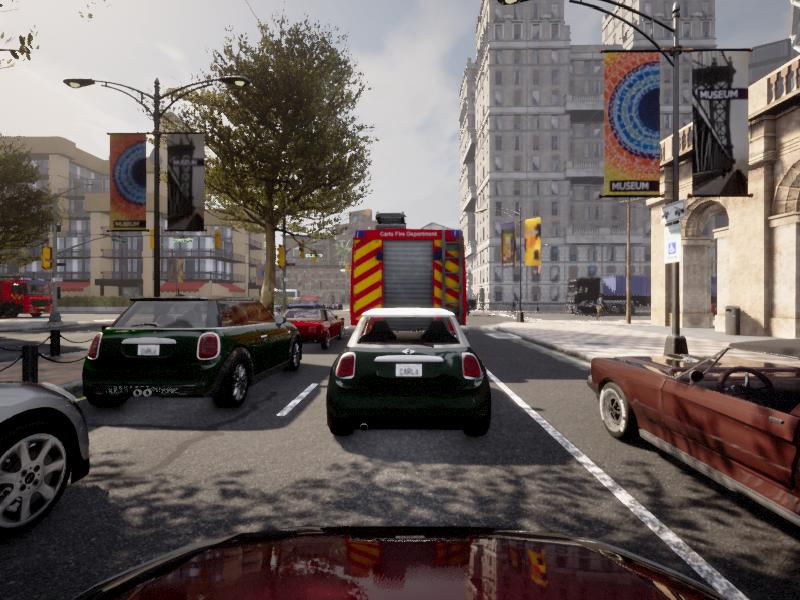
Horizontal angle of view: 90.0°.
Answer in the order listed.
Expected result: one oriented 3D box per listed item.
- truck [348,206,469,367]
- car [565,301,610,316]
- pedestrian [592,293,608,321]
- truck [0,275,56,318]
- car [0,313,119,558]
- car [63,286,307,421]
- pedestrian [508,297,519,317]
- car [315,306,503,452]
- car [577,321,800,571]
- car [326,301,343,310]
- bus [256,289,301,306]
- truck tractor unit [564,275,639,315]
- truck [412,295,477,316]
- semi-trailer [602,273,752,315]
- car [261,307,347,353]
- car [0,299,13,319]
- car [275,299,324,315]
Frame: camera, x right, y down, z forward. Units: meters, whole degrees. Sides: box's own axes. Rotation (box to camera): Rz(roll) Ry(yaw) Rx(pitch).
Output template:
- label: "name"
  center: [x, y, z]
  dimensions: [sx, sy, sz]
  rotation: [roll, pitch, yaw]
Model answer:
- label: "truck"
  center: [0.274, -0.321, 13.781]
  dimensions: [2.891, 3.827, 8.468]
  rotation: [0, 0, 1]
- label: "car"
  center: [18.572, 0.827, 39.781]
  dimensions: [3.633, 1.501, 1.845]
  rotation: [0, 0, 1]
- label: "pedestrian"
  center: [13.633, 0.485, 27.337]
  dimensions: [0.751, 1.860, 0.751]
  rotation: [0, 0, 5]
- label: "truck"
  center: [-37.345, -0.320, 37.063]
  dimensions: [8.468, 3.827, 2.891]
  rotation: [0, 0, 1]
- label: "car"
  center: [-3.473, 0.853, 1.600]
  dimensions: [1.970, 1.475, 3.806]
  rotation: [0, 0, 1]
- label: "car"
  center: [-3.355, 0.694, 7.527]
  dimensions: [2.097, 1.767, 4.553]
  rotation: [0, 0, 1]
- label: "pedestrian"
  center: [10.581, 0.637, 37.426]
  dimensions: [0.751, 1.860, 0.751]
  rotation: [0, 0, 39]
- label: "car"
  center: [0.119, 0.853, 6.110]
  dimensions: [1.970, 1.475, 3.806]
  rotation: [0, 0, 1]
- label: "car"
  center: [3.308, 0.938, 3.058]
  dimensions: [1.895, 1.301, 4.718]
  rotation: [0, 0, 1]
- label: "car"
  center: [-10.261, 0.853, 63.188]
  dimensions: [1.970, 1.475, 3.806]
  rotation: [0, 0, 1]
- label: "bus"
  center: [-30.942, -0.539, 102.441]
  dimensions: [10.273, 4.253, 3.944]
  rotation: [0, 0, 2]
- label: "truck tractor unit"
  center: [21.662, -0.521, 43.235]
  dimensions: [6.516, 4.208, 3.053]
  rotation: [0, 0, 1]
- label: "truck"
  center: [4.312, 0.542, 39.984]
  dimensions: [6.274, 2.098, 2.390]
  rotation: [0, 0, 1]
- label: "semi-trailer"
  center: [29.573, -0.617, 43.108]
  dimensions: [14.254, 4.402, 2.717]
  rotation: [0, 0, 1]
- label: "car"
  center: [-3.218, 0.944, 14.445]
  dimensions: [1.895, 1.301, 4.718]
  rotation: [0, 0, 1]
- label: "car"
  center: [-36.048, 0.771, 33.548]
  dimensions: [5.238, 1.638, 1.930]
  rotation: [0, 0, 0]
- label: "car"
  center: [-10.928, 0.780, 43.696]
  dimensions: [4.856, 1.649, 2.033]
  rotation: [1, 0, 1]
